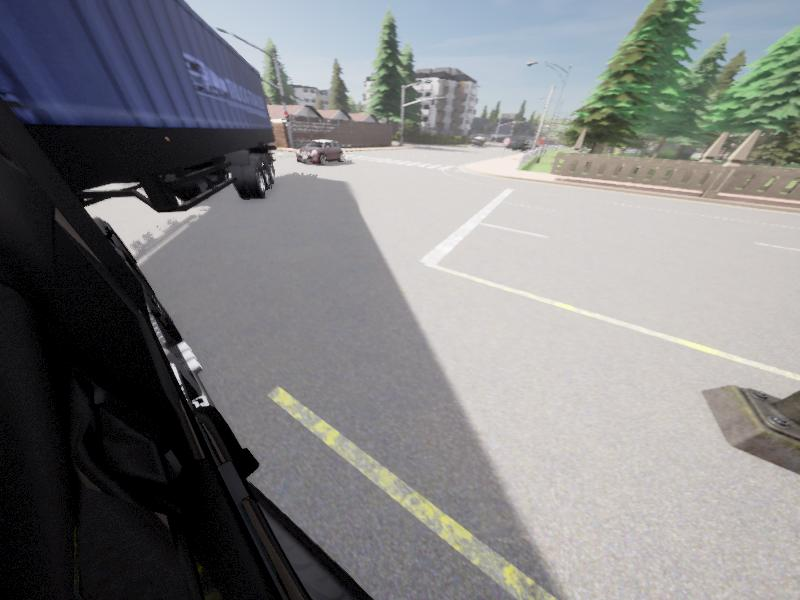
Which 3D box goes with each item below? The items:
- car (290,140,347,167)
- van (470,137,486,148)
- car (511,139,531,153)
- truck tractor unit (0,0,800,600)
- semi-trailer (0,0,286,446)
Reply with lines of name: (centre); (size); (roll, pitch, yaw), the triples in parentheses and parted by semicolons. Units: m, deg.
car: (-5.953, -11.143, 17.422); (1.970, 1.475, 3.806); (14, 37, 15)
van: (18.529, -37.421, 54.907); (2.069, 2.038, 4.480); (23, 40, 25)
car: (24.754, -31.558, 47.266); (2.150, 2.045, 5.566); (23, 40, 25)
truck tractor unit: (-2.645, -0.295, 0.351); (6.516, 4.208, 3.053); (28, 44, 30)
semi-trailer: (-5.758, -4.604, 5.886); (2.717, 4.402, 14.254); (-9, 38, -13)
